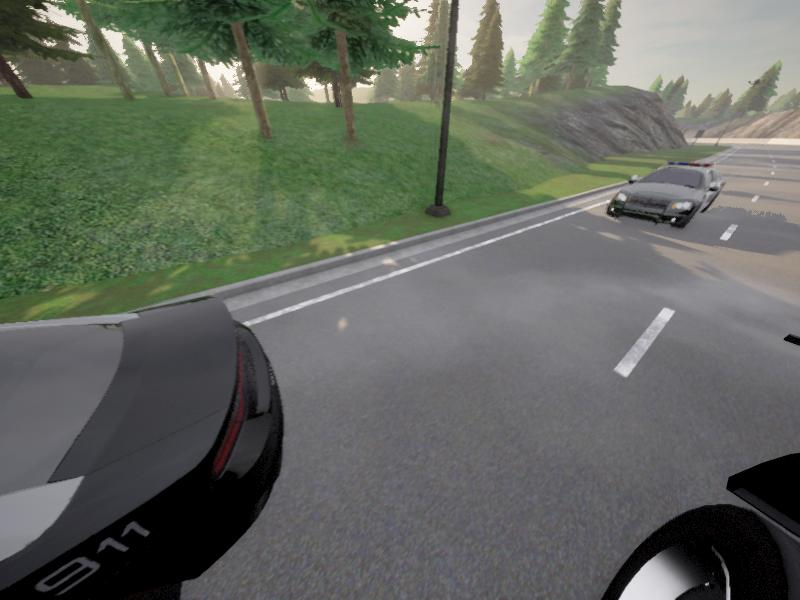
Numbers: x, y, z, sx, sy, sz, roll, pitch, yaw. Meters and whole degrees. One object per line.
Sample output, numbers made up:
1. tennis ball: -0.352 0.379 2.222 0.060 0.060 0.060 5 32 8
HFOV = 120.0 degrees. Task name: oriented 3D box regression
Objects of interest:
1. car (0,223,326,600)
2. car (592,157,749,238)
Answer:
1. car: -3.248 1.319 0.643 5.238 1.638 1.930 -22 41 -28
2. car: 8.937 -3.621 7.629 4.974 1.542 2.038 -23 41 -28
